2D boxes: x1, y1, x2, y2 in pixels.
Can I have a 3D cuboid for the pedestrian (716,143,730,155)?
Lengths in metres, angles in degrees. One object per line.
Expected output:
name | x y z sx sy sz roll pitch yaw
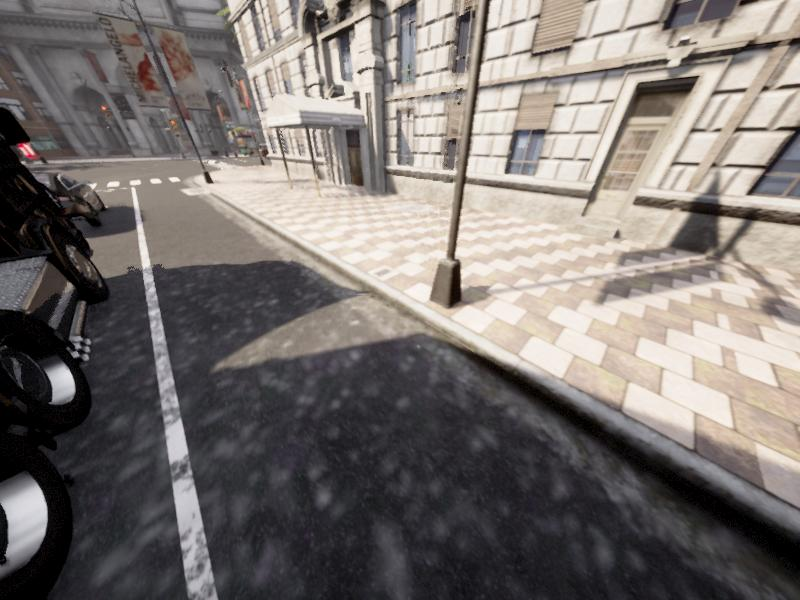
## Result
pedestrian | 61.942 -28.955 44.336 0.751 1.860 0.751 -27 43 -33

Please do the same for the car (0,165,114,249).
car | -11.395 -3.282 7.484 2.128 1.511 4.902 -29 44 -35

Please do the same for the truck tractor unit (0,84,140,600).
truck tractor unit | -4.786 -0.534 1.144 3.053 4.208 6.516 -29 44 -35

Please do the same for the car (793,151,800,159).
car | 62.243 -21.190 33.306 1.930 1.638 5.238 -29 44 -35
